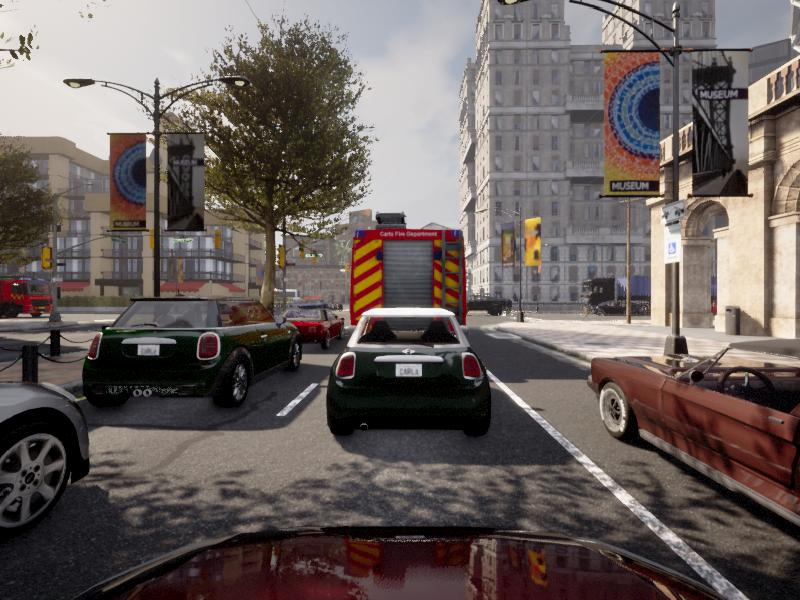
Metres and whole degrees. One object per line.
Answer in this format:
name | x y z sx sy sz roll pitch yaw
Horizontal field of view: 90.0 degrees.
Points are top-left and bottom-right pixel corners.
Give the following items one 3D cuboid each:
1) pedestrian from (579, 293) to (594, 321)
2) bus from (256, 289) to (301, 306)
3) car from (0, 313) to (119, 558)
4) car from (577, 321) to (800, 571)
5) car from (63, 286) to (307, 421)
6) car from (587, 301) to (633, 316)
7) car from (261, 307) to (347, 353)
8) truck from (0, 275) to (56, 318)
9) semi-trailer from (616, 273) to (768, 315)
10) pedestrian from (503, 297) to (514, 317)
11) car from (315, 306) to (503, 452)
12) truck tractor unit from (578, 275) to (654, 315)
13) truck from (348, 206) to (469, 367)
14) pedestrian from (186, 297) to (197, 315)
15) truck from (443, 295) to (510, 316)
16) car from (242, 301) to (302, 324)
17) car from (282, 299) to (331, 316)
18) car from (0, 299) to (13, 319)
pedestrian | 12.786 0.485 27.411 0.751 1.860 0.751 0 0 5
bus | -30.942 -0.539 102.441 10.273 4.253 3.944 0 0 2
car | -3.473 0.853 1.600 1.970 1.475 3.806 0 0 1
car | 3.308 0.938 3.058 1.895 1.301 4.718 0 0 1
car | -3.355 0.694 7.527 2.097 1.767 4.553 0 0 1
car | 20.801 0.827 39.748 3.633 1.501 1.845 0 0 1
car | -3.218 0.944 14.445 1.895 1.301 4.718 0 0 1
truck | -37.345 -0.320 37.063 8.468 3.827 2.891 0 0 1
semi-trailer | 31.133 -0.617 43.082 14.254 4.402 2.717 0 0 1
pedestrian | 10.065 0.636 37.183 0.751 1.860 0.751 0 0 -6
car | 0.119 0.853 6.110 1.970 1.475 3.806 0 0 1
truck tractor unit | 23.222 -0.522 43.213 6.516 4.208 3.053 0 0 1
truck | 0.274 -0.321 13.781 2.891 3.827 8.468 0 0 1
pedestrian | -22.128 0.637 42.447 0.751 1.860 0.751 0 0 2
truck | 7.558 0.542 39.938 6.274 2.098 2.390 0 0 1
car | -9.208 0.853 29.133 1.970 1.475 3.806 0 0 31
car | -10.171 0.771 43.686 4.856 1.649 2.033 -2 0 1
car | -36.048 0.771 33.548 5.238 1.638 1.930 0 0 0
